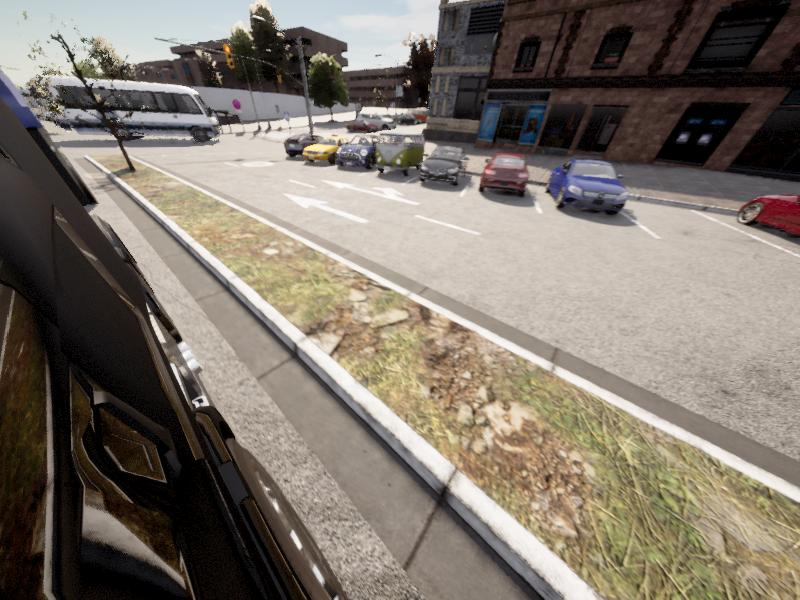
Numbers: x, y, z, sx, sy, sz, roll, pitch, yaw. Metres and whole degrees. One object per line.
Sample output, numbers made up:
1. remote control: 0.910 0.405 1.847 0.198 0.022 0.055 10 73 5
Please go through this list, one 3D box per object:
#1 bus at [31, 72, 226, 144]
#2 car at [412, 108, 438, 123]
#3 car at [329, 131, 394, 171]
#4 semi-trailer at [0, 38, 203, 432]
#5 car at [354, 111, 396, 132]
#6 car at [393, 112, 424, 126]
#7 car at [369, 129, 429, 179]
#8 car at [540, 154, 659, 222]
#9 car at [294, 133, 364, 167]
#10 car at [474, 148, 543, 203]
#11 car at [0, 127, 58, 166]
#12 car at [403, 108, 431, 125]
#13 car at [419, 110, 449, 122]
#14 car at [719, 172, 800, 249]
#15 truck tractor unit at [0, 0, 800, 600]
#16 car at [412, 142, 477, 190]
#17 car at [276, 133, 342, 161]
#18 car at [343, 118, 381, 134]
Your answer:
1. bus: -23.163 -17.296 21.357 10.273 4.253 3.944 -14 43 -21
2. car: 4.715 -34.675 43.371 4.442 1.987 1.878 11 44 9
3. car: -2.193 -9.633 14.811 2.185 1.767 4.553 14 38 13
4. semi-trailer: -8.753 -3.566 4.173 14.254 4.402 2.717 28 44 29
5. car: -3.538 -26.256 34.001 5.566 2.045 2.435 10 43 9
6. car: 1.459 -31.124 39.776 4.892 1.521 2.231 10 43 9
7. car: 0.101 -8.414 13.161 1.878 1.987 4.442 14 38 14
8. car: 7.068 -4.562 8.910 2.002 1.452 4.674 15 38 14
9. car: -4.617 -10.625 16.181 1.946 1.575 5.366 13 38 13
10. car: 4.758 -5.803 10.418 2.002 1.452 4.674 14 38 15
11. car: -20.041 -7.987 11.910 4.181 1.385 1.994 25 42 27
12. car: 3.034 -32.988 41.500 4.442 1.987 1.878 10 44 9
13. car: 6.685 -36.145 45.345 5.366 1.575 1.946 10 43 9
14. car: 11.630 -2.053 5.854 2.002 1.452 4.674 15 38 15
15. truck tractor unit: -2.645 -0.295 0.352 6.516 4.208 3.053 28 44 30
16. car: 2.456 -7.072 11.901 2.231 1.521 4.892 14 38 14
17. car: -6.771 -11.962 17.896 2.163 1.488 4.792 13 37 13
18. car: -5.243 -24.360 32.333 4.674 1.452 2.002 10 43 9
